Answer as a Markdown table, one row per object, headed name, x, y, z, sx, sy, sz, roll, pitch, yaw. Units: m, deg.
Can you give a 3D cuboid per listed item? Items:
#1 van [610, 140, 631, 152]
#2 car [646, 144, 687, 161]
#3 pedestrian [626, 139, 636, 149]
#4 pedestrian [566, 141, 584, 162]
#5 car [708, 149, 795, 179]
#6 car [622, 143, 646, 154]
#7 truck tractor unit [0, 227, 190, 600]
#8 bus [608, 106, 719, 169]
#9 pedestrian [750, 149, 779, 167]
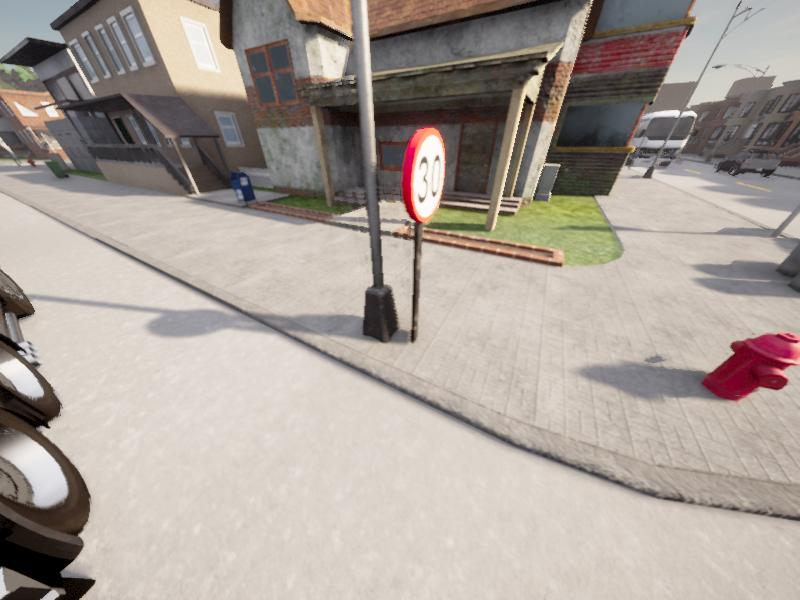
| name | x | y | z | sx | sy | sz | roll | pitch | yaw |
| --- | --- | --- | --- | --- | --- | --- | --- | --- | --- |
| van | 47.533 | -33.282 | 49.954 | 2.069 | 2.038 | 4.480 | 18 | 39 | 24 |
| car | 33.087 | -18.505 | 28.882 | 1.801 | 1.575 | 5.366 | 18 | 39 | 24 |
| pedestrian | 55.230 | -37.280 | 55.169 | 0.751 | 1.860 | 0.751 | 9 | 36 | 13 |
| pedestrian | 19.315 | -16.384 | 25.503 | 0.751 | 1.860 | 0.751 | -7 | 35 | -10 |
| car | 24.484 | -9.695 | 16.355 | 1.845 | 1.501 | 3.633 | 18 | 39 | 24 |
| car | 41.197 | -26.759 | 40.752 | 1.970 | 1.475 | 3.806 | 18 | 39 | 24 |
| truck tractor unit | -5.046 | -0.361 | 0.864 | 6.516 | 4.208 | 3.053 | 21 | 40 | 27 |
| bus | 25.528 | -16.385 | 23.574 | 3.944 | 4.253 | 10.273 | 18 | 38 | 24 |
| pedestrian | 31.817 | -12.442 | 20.208 | 0.751 | 1.300 | 0.751 | -29 | 44 | -34 |
